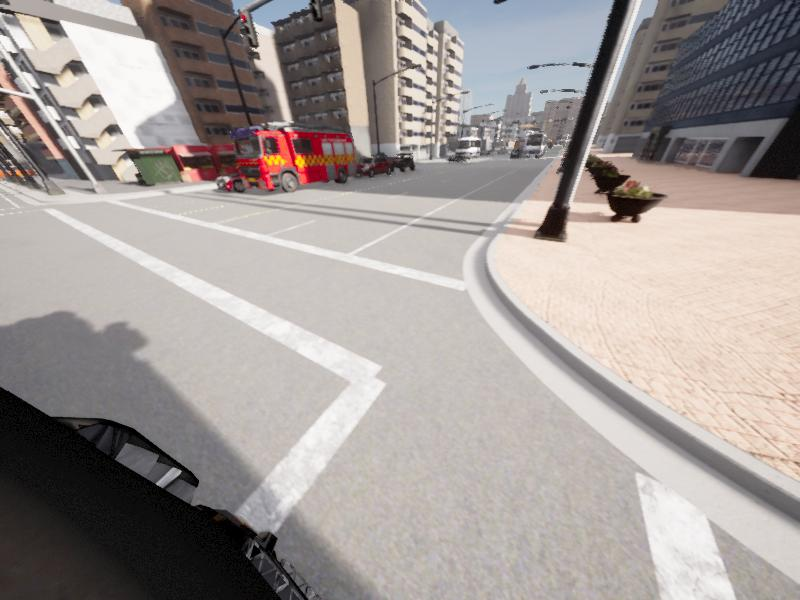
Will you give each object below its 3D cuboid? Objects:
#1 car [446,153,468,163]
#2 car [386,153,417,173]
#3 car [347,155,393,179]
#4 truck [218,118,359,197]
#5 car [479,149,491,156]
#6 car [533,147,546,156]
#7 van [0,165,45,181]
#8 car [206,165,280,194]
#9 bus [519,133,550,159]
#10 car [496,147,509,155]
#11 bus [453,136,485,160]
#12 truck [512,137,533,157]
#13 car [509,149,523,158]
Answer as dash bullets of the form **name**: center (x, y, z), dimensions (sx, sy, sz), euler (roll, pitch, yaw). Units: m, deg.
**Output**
- **car**: center (10.417, -25.897, 42.202), dimensions (1.994, 1.385, 4.181), euler (23, 40, 33)
- **car**: center (0.243, -16.357, 27.471), dimensions (1.905, 1.878, 3.866), euler (17, 37, 26)
- **car**: center (-2.843, -13.409, 23.158), dimensions (2.097, 1.767, 4.553), euler (17, 37, 26)
- **truck**: center (-7.083, -10.358, 16.822), dimensions (2.891, 3.827, 8.468), euler (17, 37, 26)
- **car**: center (24.668, -42.698, 66.966), dimensions (1.994, 1.385, 4.181), euler (17, 39, 26)
- **car**: center (37.359, -39.749, 61.672), dimensions (2.152, 1.651, 5.027), euler (17, 39, 26)
- **van**: center (-63.405, -21.132, 38.309), dimensions (1.775, 1.987, 4.442), euler (17, 38, 27)
- **car**: center (-11.405, -8.989, 17.117), dimensions (1.970, 1.475, 3.806), euler (17, 38, 27)
- **bus**: center (28.991, -33.123, 49.686), dimensions (3.944, 4.253, 10.273), euler (17, 38, 27)
- **car**: center (31.067, -45.191, 69.974), dimensions (2.242, 1.667, 4.611), euler (17, 39, 26)
- **bus**: center (16.433, -35.948, 54.771), dimensions (3.944, 4.253, 10.273), euler (17, 37, 26)
- **truck**: center (30.674, -38.158, 57.578), dimensions (2.891, 3.827, 8.468), euler (17, 38, 26)
- **car**: center (26.019, -32.788, 51.748), dimensions (2.033, 1.649, 4.856), euler (17, 36, 27)
